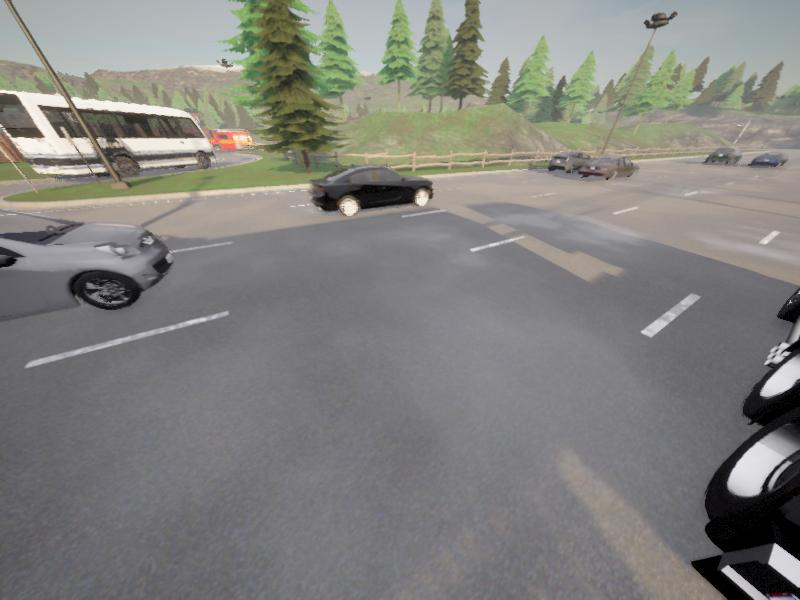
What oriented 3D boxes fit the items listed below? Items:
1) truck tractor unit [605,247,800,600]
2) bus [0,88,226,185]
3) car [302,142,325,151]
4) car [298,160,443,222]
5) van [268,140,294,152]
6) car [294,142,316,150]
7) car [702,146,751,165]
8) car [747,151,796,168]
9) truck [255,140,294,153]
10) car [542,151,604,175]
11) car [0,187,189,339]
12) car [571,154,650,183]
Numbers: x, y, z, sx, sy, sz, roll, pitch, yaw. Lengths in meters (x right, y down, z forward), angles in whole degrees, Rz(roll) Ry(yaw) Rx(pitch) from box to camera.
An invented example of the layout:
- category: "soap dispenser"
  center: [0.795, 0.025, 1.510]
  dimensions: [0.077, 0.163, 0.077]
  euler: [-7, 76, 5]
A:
- category: "truck tractor unit"
  center: [5.078, -0.333, 0.820]
  dimensions: [6.516, 4.208, 3.053]
  euler: [-20, 40, -25]
- category: "bus"
  center: [-19.403, -11.570, 16.752]
  dimensions: [3.944, 4.253, 10.273]
  euler: [8, 36, 10]
- category: "car"
  center: [-20.731, -36.918, 55.544]
  dimensions: [4.611, 1.667, 2.242]
  euler: [-18, 39, -24]
- category: "car"
  center: [-0.980, -4.434, 9.019]
  dimensions: [5.008, 1.535, 1.882]
  euler: [-18, 39, -24]
- category: "van"
  center: [-25.698, -33.219, 49.794]
  dimensions: [4.442, 1.987, 1.775]
  euler: [-18, 39, -24]
- category: "car"
  center: [-23.609, -38.296, 57.501]
  dimensions: [4.611, 1.667, 2.242]
  euler: [-18, 39, -24]
- category: "car"
  center: [39.441, -17.536, 27.944]
  dimensions: [4.553, 1.767, 2.097]
  euler: [-18, 39, -24]
- category: "car"
  center: [40.793, -15.495, 25.395]
  dimensions: [4.181, 1.385, 1.994]
  euler: [-18, 39, -24]
- category: "truck"
  center: [-25.257, -31.109, 46.668]
  dimensions: [6.274, 2.098, 2.390]
  euler: [-18, 39, -24]
- category: "car"
  center: [14.719, -11.778, 19.707]
  dimensions: [4.514, 1.525, 2.007]
  euler: [-18, 39, -24]
- category: "car"
  center: [-5.902, -0.547, 3.401]
  dimensions: [3.633, 1.501, 1.845]
  euler: [-18, 39, -24]
- category: "car"
  center: [15.188, -9.572, 16.657]
  dimensions: [5.357, 1.411, 2.033]
  euler: [-18, 39, -24]
